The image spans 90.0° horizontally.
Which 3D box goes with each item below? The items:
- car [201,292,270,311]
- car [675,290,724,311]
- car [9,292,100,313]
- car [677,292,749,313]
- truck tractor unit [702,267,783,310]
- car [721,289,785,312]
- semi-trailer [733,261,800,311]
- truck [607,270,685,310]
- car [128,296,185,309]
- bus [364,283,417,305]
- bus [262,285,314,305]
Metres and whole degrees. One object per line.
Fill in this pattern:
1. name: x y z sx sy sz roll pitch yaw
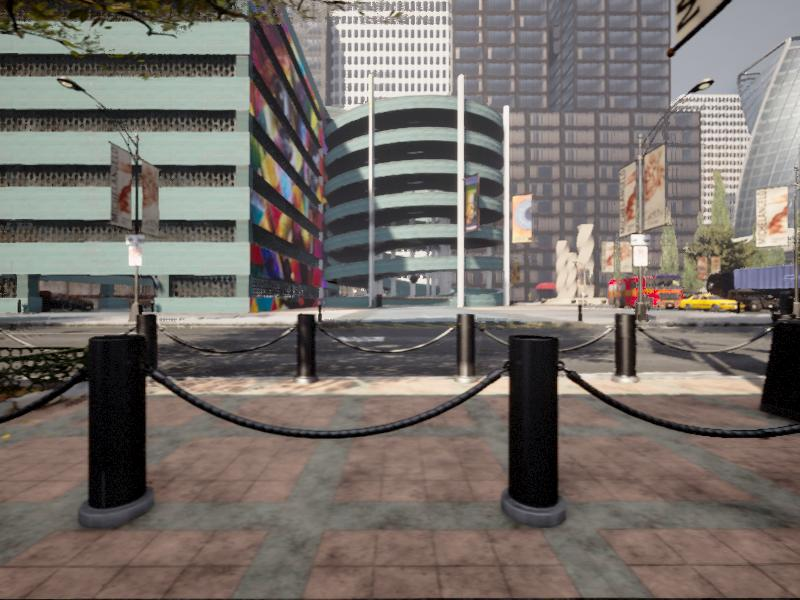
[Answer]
1. car: -13.753 0.117 33.615 4.902 1.511 2.128 0 0 0
2. car: 29.326 0.044 39.326 1.905 1.878 3.866 0 0 -1
3. car: -25.329 0.158 29.456 4.786 1.482 2.161 0 0 0
4. car: 25.871 0.200 33.346 1.801 1.575 5.366 0 0 0
5. truck tractor unit: 36.363 -1.119 42.857 3.053 4.208 6.516 0 0 0
6. car: 29.360 0.044 33.442 1.905 1.878 3.866 0 0 -1
7. semi-trailer: 36.369 -1.219 34.942 2.717 4.402 14.254 0 0 0
8. truck: 25.830 -0.922 42.610 2.891 3.827 8.468 0 0 -1
9. car: -24.955 0.208 41.058 4.718 1.301 1.895 0 0 0
10. bus: -1.855 -1.135 80.423 10.273 4.253 3.944 0 0 5
11. bus: -24.456 -1.138 87.757 10.273 4.253 3.944 0 0 0
